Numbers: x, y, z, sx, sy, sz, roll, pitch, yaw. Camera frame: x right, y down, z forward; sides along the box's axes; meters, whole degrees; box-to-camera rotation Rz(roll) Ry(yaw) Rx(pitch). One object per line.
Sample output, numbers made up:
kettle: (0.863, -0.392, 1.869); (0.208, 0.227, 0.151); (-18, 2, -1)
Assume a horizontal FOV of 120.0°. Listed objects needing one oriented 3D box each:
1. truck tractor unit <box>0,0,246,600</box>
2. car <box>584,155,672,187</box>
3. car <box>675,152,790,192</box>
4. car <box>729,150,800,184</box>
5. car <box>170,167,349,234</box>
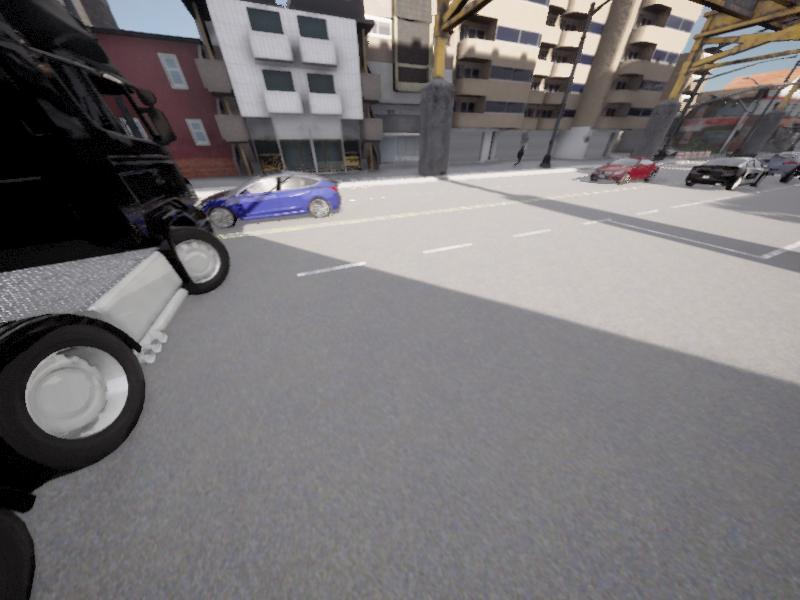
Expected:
truck tractor unit: (-4.190, -0.737, 1.506); (3.053, 4.208, 6.516); (-15, 36, -15)
car: (14.711, -8.451, 14.989); (4.674, 1.442, 1.812); (-14, 37, -18)
car: (19.041, -7.441, 13.285); (5.238, 1.638, 1.930); (-14, 37, -19)
car: (25.528, -8.998, 15.491); (5.027, 1.651, 2.152); (-14, 37, -18)
car: (-4.569, -3.774, 8.379); (4.792, 1.488, 2.163); (-14, 37, -18)
